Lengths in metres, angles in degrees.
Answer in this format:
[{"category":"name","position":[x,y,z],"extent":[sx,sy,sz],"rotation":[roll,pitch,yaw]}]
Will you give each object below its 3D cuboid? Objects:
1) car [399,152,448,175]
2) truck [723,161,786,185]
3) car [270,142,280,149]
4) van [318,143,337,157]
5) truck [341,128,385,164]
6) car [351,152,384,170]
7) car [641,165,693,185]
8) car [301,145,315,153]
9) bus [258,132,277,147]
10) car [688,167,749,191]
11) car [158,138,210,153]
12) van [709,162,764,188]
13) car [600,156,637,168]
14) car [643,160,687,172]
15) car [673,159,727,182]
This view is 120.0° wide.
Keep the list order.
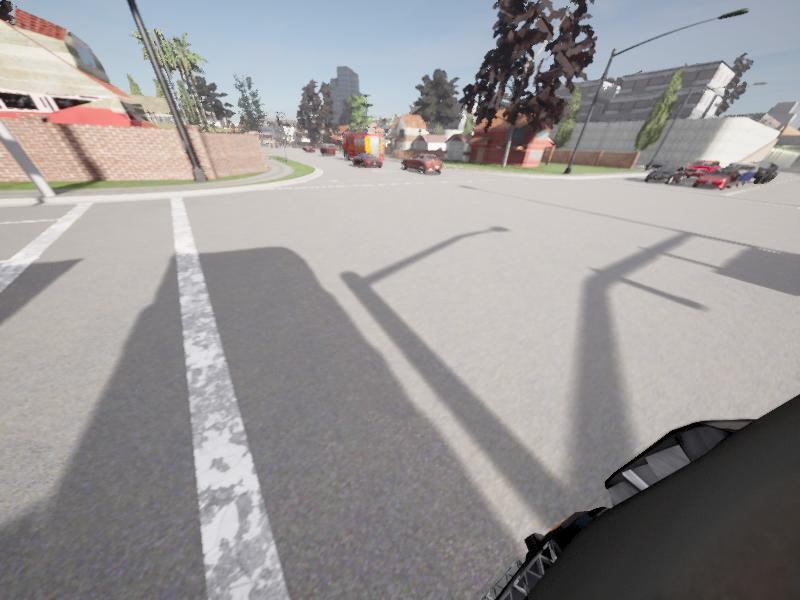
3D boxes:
[{"category":"car","position":[2.189,-13.775,23.239],"extent":[2.152,1.651,5.027],"rotation":[-17,38,-26]},{"category":"truck","position":[40.018,-14.407,26.099],"extent":[6.274,2.098,2.390],"rotation":[-16,38,-25]},{"category":"car","position":[-39.346,-48.741,72.838],"extent":[1.801,1.575,5.366],"rotation":[-17,39,-27]},{"category":"van","position":[-13.911,-28.783,44.282],"extent":[1.775,1.987,4.442],"rotation":[-19,39,-29]},{"category":"truck","position":[-5.347,-21.727,32.642],"extent":[2.891,3.827,8.468],"rotation":[-17,38,-27]},{"category":"car","position":[-3.640,-15.397,25.514],"extent":[1.994,1.385,4.181],"rotation":[-17,39,-27]},{"category":"car","position":[26.505,-12.491,22.944],"extent":[4.892,1.490,1.837],"rotation":[-16,38,-26]},{"category":"car","position":[-22.103,-36.294,55.564],"extent":[1.895,1.301,4.718],"rotation":[-17,39,-27]},{"category":"bus","position":[-48.776,-58.807,84.859],"extent":[3.944,4.253,10.273],"rotation":[-17,39,-27]},{"category":"car","position":[28.066,-10.709,20.354],"extent":[4.514,1.525,2.007],"rotation":[-16,38,-26]},{"category":"car","position":[-30.818,-22.228,33.225],"extent":[5.027,1.636,2.152],"rotation":[-17,39,-27]},{"category":"van","position":[33.346,-12.455,22.874],"extent":[4.442,1.987,1.775],"rotation":[-16,38,-26]},{"category":"car","position":[43.400,-27.476,46.010],"extent":[1.932,1.855,4.605],"rotation":[-17,38,-26]},{"category":"car","position":[49.542,-25.189,43.305],"extent":[2.128,1.511,4.902],"rotation":[-17,38,-26]},{"category":"car","position":[35.089,-15.205,27.034],"extent":[5.566,2.045,2.150],"rotation":[-16,38,-25]}]
